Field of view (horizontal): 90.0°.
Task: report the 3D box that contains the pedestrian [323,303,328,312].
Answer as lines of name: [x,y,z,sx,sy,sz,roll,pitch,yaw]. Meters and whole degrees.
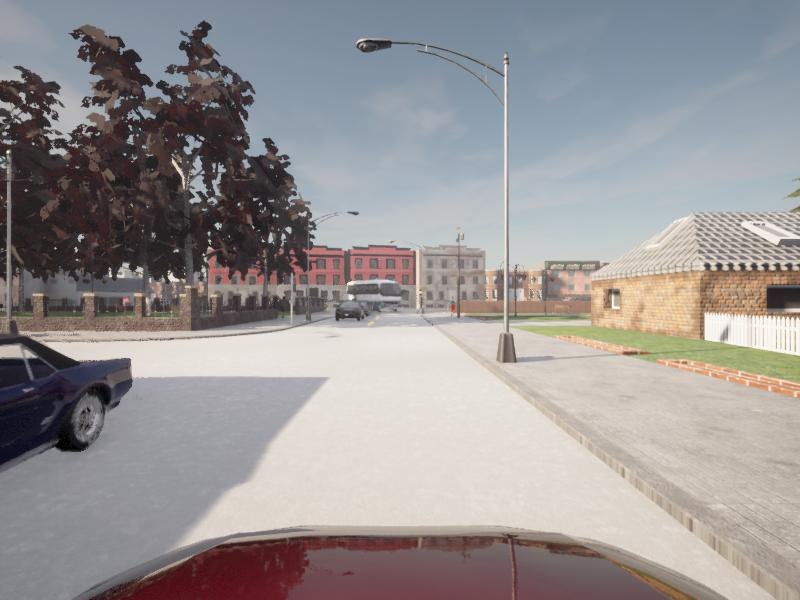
pedestrian: [-9.217,0.914,49.258,0.500,1.100,0.500,0,0,0]

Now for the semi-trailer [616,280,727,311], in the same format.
semi-trailer: [39.427,-0.620,58.359,14.254,4.402,2.717,0,0,0]

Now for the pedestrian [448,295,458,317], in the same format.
pedestrian: [4.718,0.533,35.532,0.751,1.860,0.751,0,0,14]

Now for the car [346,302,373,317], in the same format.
car: [-3.869,0.895,39.441,2.033,1.411,5.357,0,0,1]

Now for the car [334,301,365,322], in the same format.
car: [-3.937,0.823,32.015,1.882,1.535,5.008,0,0,0]

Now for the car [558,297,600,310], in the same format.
car: [27.824,0.568,62.394,5.566,2.045,2.150,0,0,0]

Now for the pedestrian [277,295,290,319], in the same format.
pedestrian: [-9.210,0.534,31.674,0.751,1.860,0.751,0,0,0]

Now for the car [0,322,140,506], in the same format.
car: [-4.007,0.943,2.788,1.895,1.301,4.718,0,0,-9]

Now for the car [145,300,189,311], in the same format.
car: [-33.912,0.771,58.372,5.238,1.638,1.930,0,0,0]

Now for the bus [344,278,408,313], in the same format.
bus: [-3.503,-0.536,53.739,3.944,4.253,10.273,0,0,-33]
